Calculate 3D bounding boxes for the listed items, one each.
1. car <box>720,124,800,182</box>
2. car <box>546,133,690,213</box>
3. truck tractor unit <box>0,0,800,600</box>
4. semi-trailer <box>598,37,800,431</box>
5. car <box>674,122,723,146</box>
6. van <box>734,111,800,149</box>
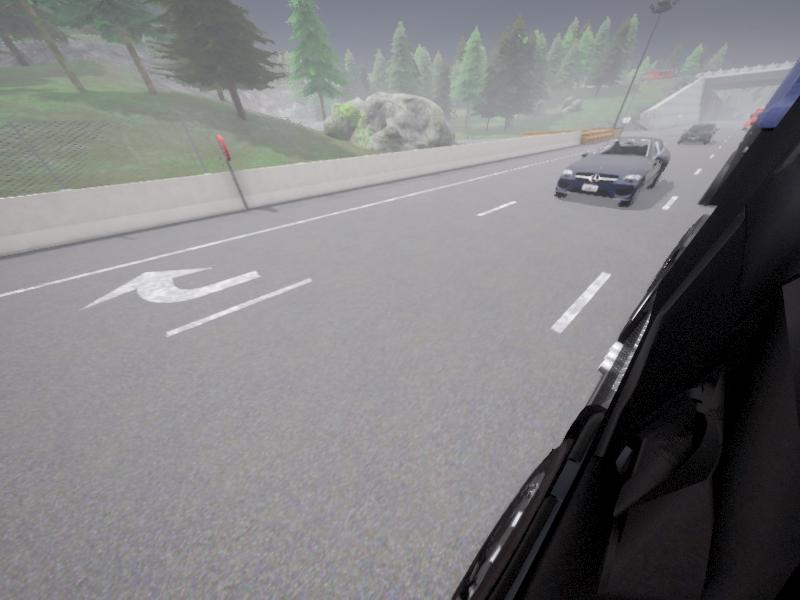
[{"bbox_3d":[16.243,-6.526,10.016,4.856,1.649,2.033,-28,44,-30],"label":"car"},{"bbox_3d":[7.625,-4.644,8.043,5.027,1.651,2.152,-28,44,-30],"label":"car"},{"bbox_3d":[2.645,-0.295,0.352,6.516,4.208,3.053,-28,44,-30],"label":"truck tractor unit"},{"bbox_3d":[8.718,-3.586,4.217,14.254,4.402,2.717,-28,43,-30],"label":"semi-trailer"},{"bbox_3d":[26.432,-14.680,20.405,4.892,1.490,1.837,-28,44,-30],"label":"car"},{"bbox_3d":[27.436,-12.700,17.235,4.480,2.038,2.069,-28,44,-30],"label":"van"}]
